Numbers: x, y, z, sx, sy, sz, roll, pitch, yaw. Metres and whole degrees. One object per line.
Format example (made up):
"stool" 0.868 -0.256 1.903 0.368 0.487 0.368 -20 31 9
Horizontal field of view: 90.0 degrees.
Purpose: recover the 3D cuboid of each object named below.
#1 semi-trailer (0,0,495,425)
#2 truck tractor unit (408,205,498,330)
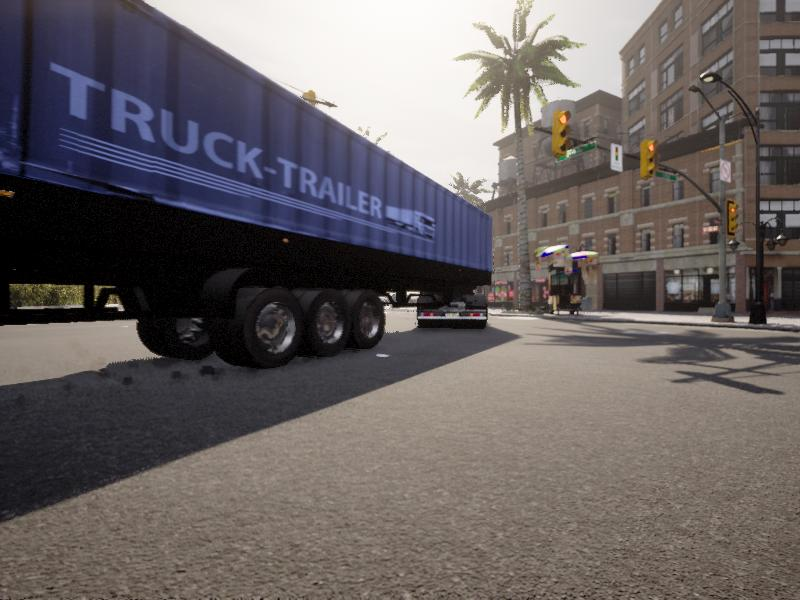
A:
"semi-trailer" -1.014 -1.222 9.718 2.717 4.402 14.254 1 0 29
"truck tractor unit" 2.019 -1.121 16.882 3.053 4.208 6.516 0 0 4
